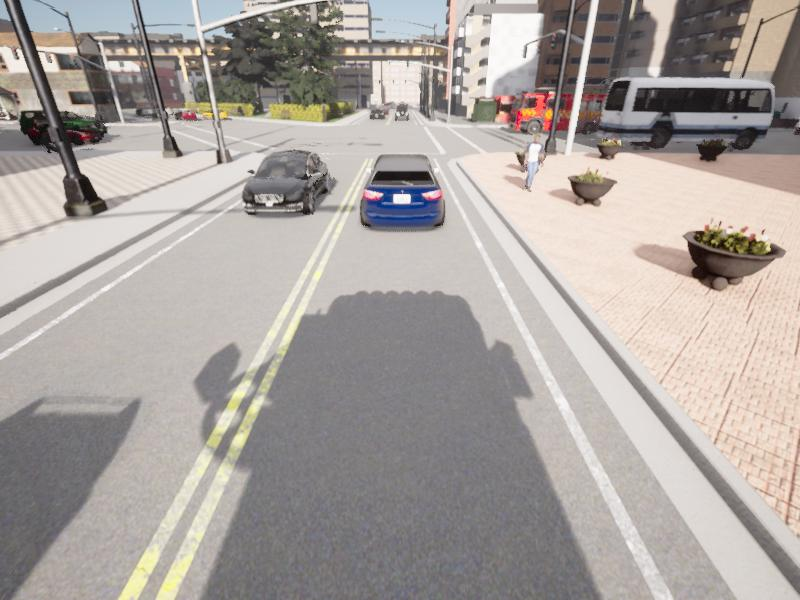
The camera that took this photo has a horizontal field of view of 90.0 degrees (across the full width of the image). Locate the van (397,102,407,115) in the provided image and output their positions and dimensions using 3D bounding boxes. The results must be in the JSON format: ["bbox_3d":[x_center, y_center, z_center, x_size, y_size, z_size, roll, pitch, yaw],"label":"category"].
[{"bbox_3d":[0.343,-35.361,73.893,1.775,1.987,4.442,0,27,0],"label":"van"}]

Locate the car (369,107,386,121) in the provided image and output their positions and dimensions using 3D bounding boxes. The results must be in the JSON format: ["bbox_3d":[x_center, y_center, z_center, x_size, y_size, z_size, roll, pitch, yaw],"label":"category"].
[{"bbox_3d":[-3.225,-26.713,57.330,2.152,1.651,5.027,0,27,0],"label":"car"}]

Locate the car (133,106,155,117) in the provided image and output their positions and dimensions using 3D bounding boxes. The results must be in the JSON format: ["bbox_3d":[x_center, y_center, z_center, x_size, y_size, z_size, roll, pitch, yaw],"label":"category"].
[{"bbox_3d":[-43.115,-31.759,67.407,3.806,1.475,1.970,24,36,39],"label":"car"}]

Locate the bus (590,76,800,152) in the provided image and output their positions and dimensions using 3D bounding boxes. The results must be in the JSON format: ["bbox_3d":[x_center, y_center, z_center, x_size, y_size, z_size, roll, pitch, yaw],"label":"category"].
[{"bbox_3d":[19.285,-12.592,27.118,10.273,4.253,3.944,0,27,-1],"label":"bus"}]

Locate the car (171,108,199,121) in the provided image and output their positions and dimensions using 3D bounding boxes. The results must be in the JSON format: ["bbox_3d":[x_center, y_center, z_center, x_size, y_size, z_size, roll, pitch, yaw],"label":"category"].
[{"bbox_3d":[-29.954,-25.810,55.728,1.970,1.475,3.806,-24,35,-38],"label":"car"}]

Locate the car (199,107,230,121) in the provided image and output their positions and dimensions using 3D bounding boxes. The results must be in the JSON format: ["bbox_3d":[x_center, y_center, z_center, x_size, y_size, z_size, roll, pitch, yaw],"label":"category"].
[{"bbox_3d":[-26.617,-26.647,57.272,5.366,1.575,1.801,24,36,39],"label":"car"}]

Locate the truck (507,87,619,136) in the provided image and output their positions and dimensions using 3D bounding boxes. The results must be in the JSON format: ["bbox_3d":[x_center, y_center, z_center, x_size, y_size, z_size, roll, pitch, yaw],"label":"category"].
[{"bbox_3d":[14.577,-17.173,36.451,8.468,3.827,2.891,0,27,-1],"label":"truck"}]

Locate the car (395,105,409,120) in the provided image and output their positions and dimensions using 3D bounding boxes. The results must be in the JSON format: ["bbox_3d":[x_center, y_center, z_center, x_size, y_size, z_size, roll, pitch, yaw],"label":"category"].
[{"bbox_3d":[0.275,-26.972,57.541,1.905,1.878,3.866,0,27,0],"label":"car"}]

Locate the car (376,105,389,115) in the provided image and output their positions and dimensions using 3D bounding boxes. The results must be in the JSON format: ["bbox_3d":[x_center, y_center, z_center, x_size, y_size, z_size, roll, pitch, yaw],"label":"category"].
[{"bbox_3d":[-3.156,-35.154,74.052,2.163,1.488,4.792,0,27,0],"label":"car"}]

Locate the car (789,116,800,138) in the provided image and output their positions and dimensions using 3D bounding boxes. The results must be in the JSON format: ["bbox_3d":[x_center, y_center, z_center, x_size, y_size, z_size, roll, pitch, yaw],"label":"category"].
[{"bbox_3d":[39.736,-16.008,37.149,4.553,1.767,2.097,1,27,-1],"label":"car"}]

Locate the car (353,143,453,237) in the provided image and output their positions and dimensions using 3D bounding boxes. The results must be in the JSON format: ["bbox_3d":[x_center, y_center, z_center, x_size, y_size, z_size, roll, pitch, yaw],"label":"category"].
[{"bbox_3d":[0.074,-3.333,11.401,2.242,1.667,4.611,0,27,0],"label":"car"}]

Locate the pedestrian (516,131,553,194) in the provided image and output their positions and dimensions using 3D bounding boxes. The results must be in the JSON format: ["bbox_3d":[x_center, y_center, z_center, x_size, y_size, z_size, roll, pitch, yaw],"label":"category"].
[{"bbox_3d":[4.352,-4.484,13.066,0.751,1.860,0.751,2,27,4],"label":"pedestrian"}]

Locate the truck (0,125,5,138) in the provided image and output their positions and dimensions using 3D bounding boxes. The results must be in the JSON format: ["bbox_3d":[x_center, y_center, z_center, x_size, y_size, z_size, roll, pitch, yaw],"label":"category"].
[{"bbox_3d":[-35.988,-14.194,29.983,8.468,3.827,2.891,1,27,-1],"label":"truck"}]

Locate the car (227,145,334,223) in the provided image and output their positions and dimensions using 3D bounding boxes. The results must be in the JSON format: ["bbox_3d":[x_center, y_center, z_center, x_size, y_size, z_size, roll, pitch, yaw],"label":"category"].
[{"bbox_3d":[-3.421,-3.822,12.556,1.837,1.490,4.892,0,27,0],"label":"car"}]

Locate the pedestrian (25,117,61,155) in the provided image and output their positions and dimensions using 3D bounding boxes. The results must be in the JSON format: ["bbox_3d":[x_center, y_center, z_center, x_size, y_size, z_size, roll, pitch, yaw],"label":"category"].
[{"bbox_3d":[-19.421,-8.940,21.804,0.751,1.860,0.751,-11,29,-20],"label":"pedestrian"}]

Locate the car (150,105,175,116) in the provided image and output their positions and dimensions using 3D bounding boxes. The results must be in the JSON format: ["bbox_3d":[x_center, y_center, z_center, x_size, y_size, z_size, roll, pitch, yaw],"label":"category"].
[{"bbox_3d":[-41.986,-33.547,70.762,5.027,1.651,2.152,24,36,39],"label":"car"}]

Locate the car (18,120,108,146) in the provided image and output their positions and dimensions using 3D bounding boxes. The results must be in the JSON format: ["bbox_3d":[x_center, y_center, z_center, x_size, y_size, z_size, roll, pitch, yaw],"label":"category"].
[{"bbox_3d":[-22.993,-11.446,27.444,4.193,1.474,1.816,0,27,0],"label":"car"}]

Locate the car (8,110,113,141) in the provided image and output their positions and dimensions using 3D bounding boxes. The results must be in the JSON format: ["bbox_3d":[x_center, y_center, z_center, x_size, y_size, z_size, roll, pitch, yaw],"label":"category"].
[{"bbox_3d":[-25.643,-13.315,30.451,5.566,2.045,2.150,0,27,0],"label":"car"}]

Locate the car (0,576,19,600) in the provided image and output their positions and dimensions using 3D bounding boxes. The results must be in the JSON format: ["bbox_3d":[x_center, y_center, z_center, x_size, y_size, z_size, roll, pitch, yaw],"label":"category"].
[{"bbox_3d":[-3.502,2.175,0.716,1.789,1.549,3.705,0,27,1],"label":"car"}]

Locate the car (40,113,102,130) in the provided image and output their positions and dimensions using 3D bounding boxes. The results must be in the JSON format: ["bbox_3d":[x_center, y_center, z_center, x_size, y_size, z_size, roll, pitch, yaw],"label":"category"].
[{"bbox_3d":[-32.643,-17.776,39.844,4.181,1.385,1.994,1,27,-1],"label":"car"}]

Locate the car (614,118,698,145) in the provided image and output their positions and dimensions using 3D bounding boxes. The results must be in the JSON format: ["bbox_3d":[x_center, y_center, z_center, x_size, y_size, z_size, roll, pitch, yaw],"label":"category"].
[{"bbox_3d":[19.556,-12.969,30.741,4.856,1.649,2.033,1,27,-1],"label":"car"}]
